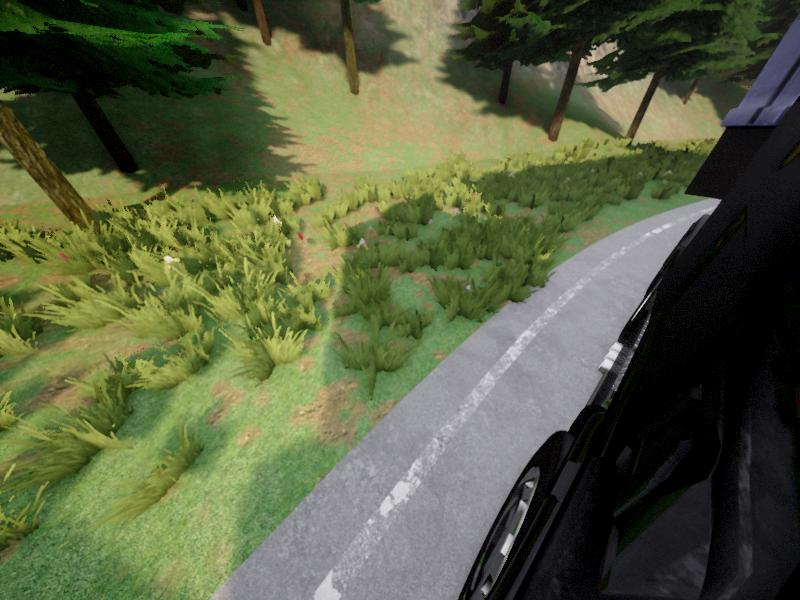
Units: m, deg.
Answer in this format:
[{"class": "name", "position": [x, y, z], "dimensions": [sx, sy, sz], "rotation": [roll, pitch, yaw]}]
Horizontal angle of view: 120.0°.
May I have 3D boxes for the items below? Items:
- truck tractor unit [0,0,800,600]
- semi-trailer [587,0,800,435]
[{"class": "truck tractor unit", "position": [2.645, -0.295, 0.352], "dimensions": [6.516, 4.208, 3.053], "rotation": [-28, 44, -30]}, {"class": "semi-trailer", "position": [9.433, -2.951, 3.352], "dimensions": [14.254, 4.402, 2.717], "rotation": [-19, 40, -20]}]
